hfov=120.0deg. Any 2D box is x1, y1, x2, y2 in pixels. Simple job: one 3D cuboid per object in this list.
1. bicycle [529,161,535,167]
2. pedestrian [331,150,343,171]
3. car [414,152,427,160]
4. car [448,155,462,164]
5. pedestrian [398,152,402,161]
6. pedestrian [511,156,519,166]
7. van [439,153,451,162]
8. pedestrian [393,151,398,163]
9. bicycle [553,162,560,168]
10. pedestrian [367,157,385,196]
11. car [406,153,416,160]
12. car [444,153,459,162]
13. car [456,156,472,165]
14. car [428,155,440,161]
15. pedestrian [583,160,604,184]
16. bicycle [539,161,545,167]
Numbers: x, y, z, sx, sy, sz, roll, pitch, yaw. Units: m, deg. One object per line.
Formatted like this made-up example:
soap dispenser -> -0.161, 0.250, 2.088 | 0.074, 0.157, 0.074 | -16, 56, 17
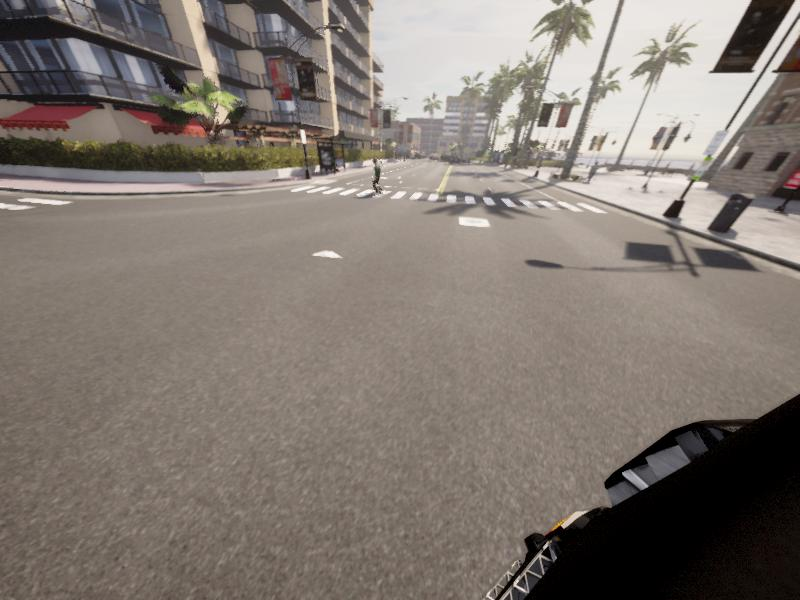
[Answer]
bicycle -> 29.484, -30.391, 51.557 | 0.373, 1.024, 1.643 | 8, 33, 8
pedestrian -> -6.672, -14.764, 24.481 | 0.751, 1.860, 0.751 | 10, 34, 11
car -> 6.295, -45.614, 73.095 | 2.150, 2.045, 5.566 | -7, 34, -14
car -> 12.824, -32.967, 54.251 | 2.242, 1.667, 4.611 | 2, 33, 0
pedestrian -> 0.075, -33.041, 53.133 | 0.751, 1.860, 0.751 | 4, 33, 3
pedestrian -> 24.094, -29.106, 48.425 | 0.751, 1.860, 0.751 | 4, 33, 2
van -> 12.419, -39.214, 63.596 | 1.775, 1.987, 4.442 | -3, 33, -8
pedestrian -> -0.864, -28.857, 46.608 | 0.751, 1.860, 0.751 | 8, 33, 9
bicycle -> 34.415, -29.731, 50.820 | 0.373, 1.024, 1.643 | 8, 33, 8
pedestrian -> -1.291, -6.840, 12.814 | 0.751, 1.860, 0.751 | 9, 33, 10
car -> 3.222, -44.461, 71.605 | 1.851, 1.617, 3.988 | -7, 34, -14
car -> 15.093, -42.015, 68.034 | 2.150, 2.045, 5.566 | -5, 34, -11
car -> 16.404, -36.011, 59.468 | 2.152, 1.651, 5.027 | -1, 33, -4
car -> 10.518, -44.150, 71.671 | 1.994, 1.385, 4.181 | -7, 34, -14
pedestrian -> 17.714, -11.749, 21.217 | 0.751, 1.860, 0.751 | 16, 35, 20
bicycle -> 31.457, -30.127, 51.262 | 0.373, 1.024, 1.643 | 8, 33, 8
